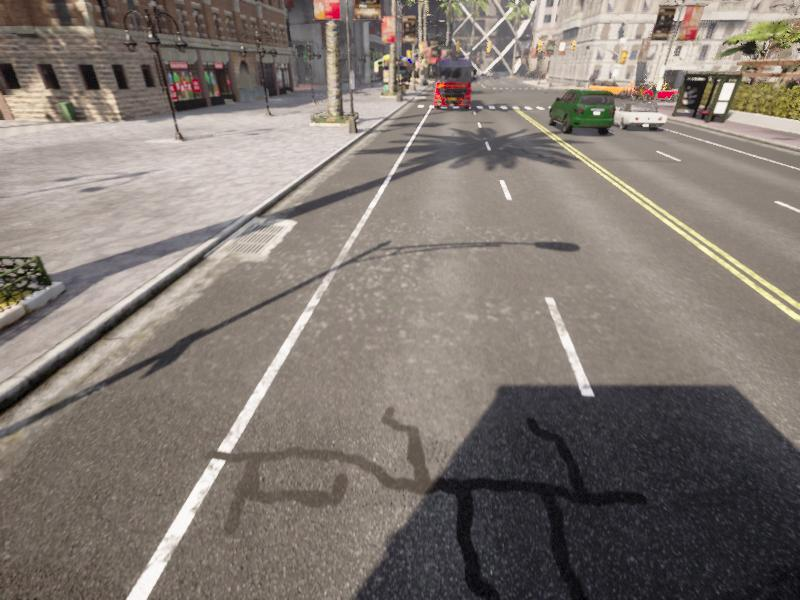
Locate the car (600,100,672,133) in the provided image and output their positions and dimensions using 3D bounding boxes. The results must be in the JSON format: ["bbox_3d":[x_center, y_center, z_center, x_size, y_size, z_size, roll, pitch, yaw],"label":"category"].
[{"bbox_3d":[13.540,-10.779,23.329,1.895,1.301,4.718,4,30,6],"label":"car"}]

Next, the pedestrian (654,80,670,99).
[{"bbox_3d":[29.306,-23.546,44.744,0.751,1.860,0.751,-5,31,-10],"label":"pedestrian"}]

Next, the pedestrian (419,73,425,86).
[{"bbox_3d":[3.630,-36.415,66.173,0.751,1.860,0.751,23,37,33],"label":"pedestrian"}]

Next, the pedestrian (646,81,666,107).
[{"bbox_3d":[21.876,-17.609,34.200,0.751,1.860,0.751,-22,37,-33],"label":"pedestrian"}]

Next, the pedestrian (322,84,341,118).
[{"bbox_3d":[-4.336,-12.559,25.262,0.751,1.860,0.751,11,32,18],"label":"pedestrian"}]

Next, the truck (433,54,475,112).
[{"bbox_3d":[4.559,-18.564,34.035,2.891,3.827,8.468,4,31,6],"label":"truck"}]

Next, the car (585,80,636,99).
[{"bbox_3d":[23.897,-24.035,45.633,4.553,1.767,2.097,8,31,13],"label":"car"}]

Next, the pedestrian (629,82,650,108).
[{"bbox_3d":[19.652,-16.812,32.811,0.751,1.860,0.751,-2,30,-4],"label":"pedestrian"}]

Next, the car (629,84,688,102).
[{"bbox_3d":[27.066,-21.774,42.067,4.514,1.525,2.007,5,31,8],"label":"car"}]

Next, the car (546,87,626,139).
[{"bbox_3d":[9.823,-10.333,21.779,2.150,2.045,5.566,3,30,5],"label":"car"}]
